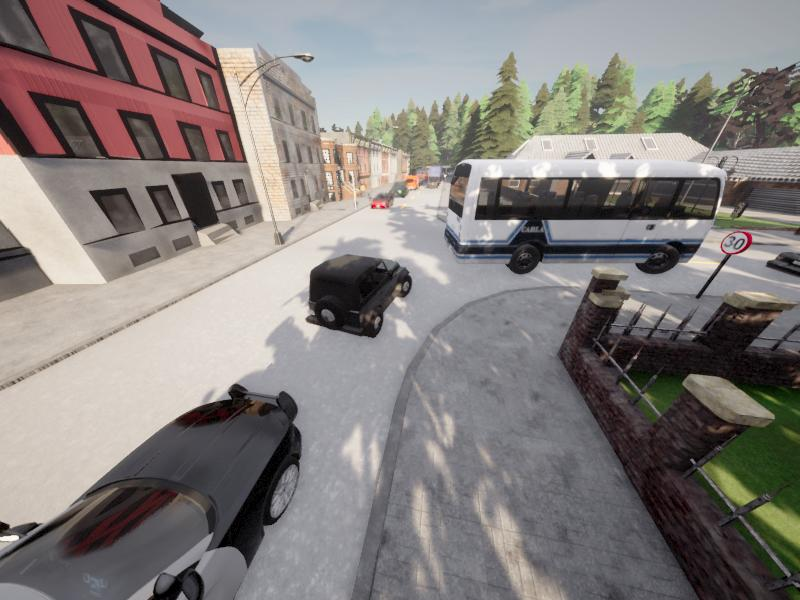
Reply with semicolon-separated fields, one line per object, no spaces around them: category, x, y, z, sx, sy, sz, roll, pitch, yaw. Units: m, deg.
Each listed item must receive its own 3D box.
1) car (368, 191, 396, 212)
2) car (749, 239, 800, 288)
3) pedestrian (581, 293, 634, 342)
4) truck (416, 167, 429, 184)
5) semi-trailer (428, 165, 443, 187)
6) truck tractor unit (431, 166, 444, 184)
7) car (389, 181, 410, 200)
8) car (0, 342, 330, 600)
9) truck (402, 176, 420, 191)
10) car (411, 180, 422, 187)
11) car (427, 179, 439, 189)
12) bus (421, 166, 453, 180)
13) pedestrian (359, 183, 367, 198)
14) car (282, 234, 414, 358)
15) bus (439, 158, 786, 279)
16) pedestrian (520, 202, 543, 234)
car;-1.878;-10.977;25.492;2.007;1.525;4.514;5;30;9
car;17.976;-1.157;8.616;5.357;1.411;2.033;5;30;9
pedestrian;5.210;0.451;5.870;0.500;1.100;0.500;5;30;9
truck;6.410;-35.537;65.735;2.891;3.827;8.468;5;30;8
semi-trailer;9.159;-31.842;58.741;2.717;4.402;14.254;5;30;9
truck tractor unit;10.548;-35.653;65.534;3.053;4.208;6.516;5;31;9
car;-0.015;-16.486;34.506;2.150;2.045;5.566;5;31;9
car;-2.664;2.731;1.635;1.930;1.638;5.238;5;30;9
truck;2.224;-22.958;45.327;2.627;2.467;5.204;5;29;9
car;3.783;-26.792;53.115;1.895;1.301;4.718;5;30;8
car;7.321;-25.535;50.563;2.242;1.667;4.611;5;30;9
bus;12.962;-44.411;80.691;10.273;4.253;3.944;-13;32;-22
pedestrian;-5.304;-15.746;33.162;0.751;1.860;0.751;6;31;10
car;-1.096;-0.484;6.953;1.905;1.878;3.866;11;32;18
bus;7.312;-3.714;10.187;10.273;4.253;3.944;0;30;-1
pedestrian;8.620;-5.372;15.177;0.751;1.860;0.751;8;31;13
